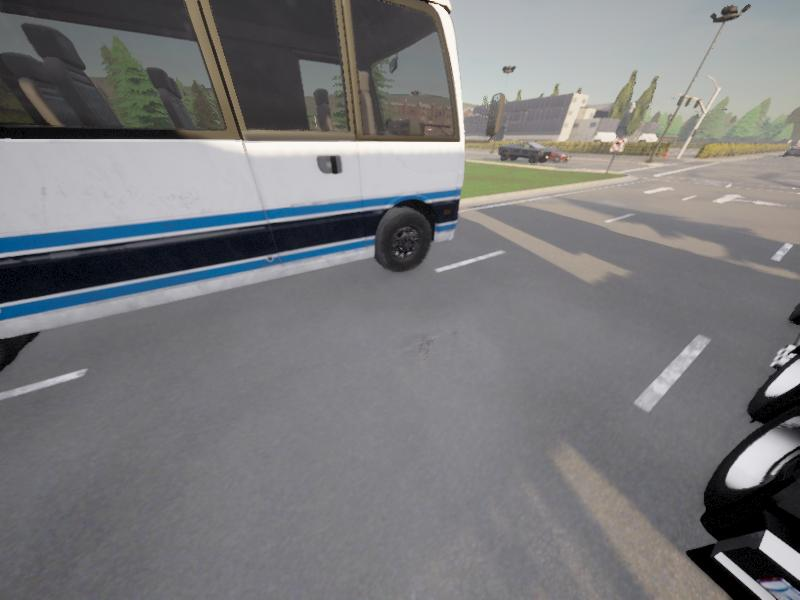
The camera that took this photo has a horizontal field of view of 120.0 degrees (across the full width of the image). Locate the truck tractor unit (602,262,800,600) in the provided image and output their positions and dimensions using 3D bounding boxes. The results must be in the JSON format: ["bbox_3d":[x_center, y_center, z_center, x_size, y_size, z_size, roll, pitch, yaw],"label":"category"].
[{"bbox_3d":[5.113,-0.297,0.791,6.516,4.208,3.053,-18,39,-24],"label":"truck tractor unit"}]

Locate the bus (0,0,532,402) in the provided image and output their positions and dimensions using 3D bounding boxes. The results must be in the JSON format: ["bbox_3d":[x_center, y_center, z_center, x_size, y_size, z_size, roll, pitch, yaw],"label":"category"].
[{"bbox_3d":[-3.688,-2.134,3.320,10.273,4.253,3.944,-18,39,-25],"label":"bus"}]
